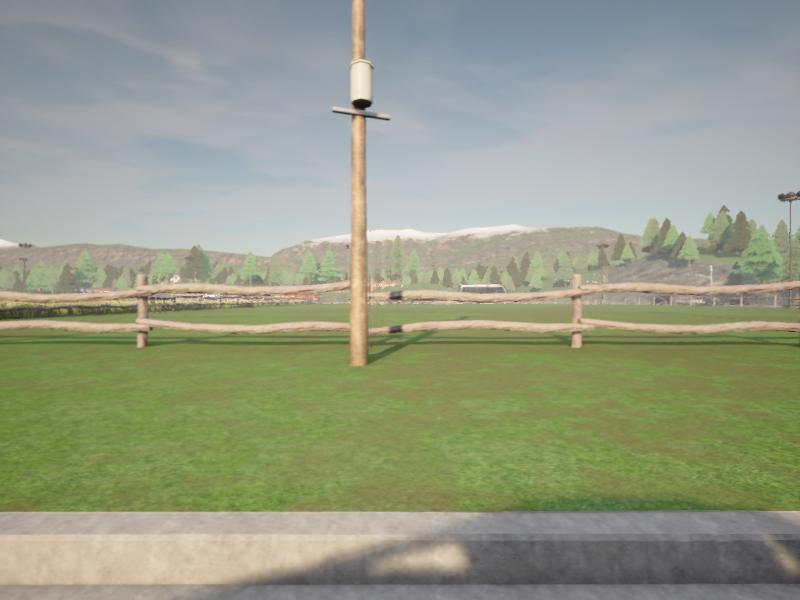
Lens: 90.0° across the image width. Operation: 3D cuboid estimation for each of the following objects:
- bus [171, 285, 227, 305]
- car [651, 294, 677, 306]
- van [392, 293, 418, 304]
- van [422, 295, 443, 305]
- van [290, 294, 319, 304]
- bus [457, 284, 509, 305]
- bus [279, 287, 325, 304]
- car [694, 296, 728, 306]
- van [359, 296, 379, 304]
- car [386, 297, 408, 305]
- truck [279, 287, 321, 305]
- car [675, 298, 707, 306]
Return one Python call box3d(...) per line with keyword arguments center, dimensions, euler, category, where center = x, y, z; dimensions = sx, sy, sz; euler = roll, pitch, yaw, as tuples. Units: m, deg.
box3d(center=(-44.287, -1.102, 88.347), dimensions=(10.273, 4.253, 3.944), euler=(0, 0, 0), category="bus")
box3d(center=(45.742, 0.010, 69.444), dimensions=(1.905, 1.878, 3.866), euler=(0, 0, 0), category="car")
box3d(center=(1.188, -0.300, 91.964), dimensions=(5.915, 2.561, 1.988), euler=(0, 0, 0), category="van")
box3d(center=(7.170, -0.031, 88.501), dimensions=(4.480, 2.038, 2.069), euler=(0, 0, 0), category="van")
box3d(center=(-22.775, -0.208, 95.339), dimensions=(6.366, 2.431, 2.351), euler=(0, 0, 0), category="van")
box3d(center=(17.609, -1.145, 85.177), dimensions=(10.273, 4.253, 3.944), euler=(0, 0, 0), category="bus")
box3d(center=(-24.142, -1.118, 98.954), dimensions=(10.273, 4.253, 3.944), euler=(0, 0, 0), category="bus")
box3d(center=(52.742, 0.114, 67.993), dimensions=(2.242, 1.667, 4.611), euler=(0, 0, 3), category="car")
box3d(center=(-7.122, 0.004, 91.924), dimensions=(4.442, 1.987, 1.775), euler=(0, 0, 0), category="van")
box3d(center=(-0.564, 0.225, 84.959), dimensions=(4.611, 1.667, 2.242), euler=(0, 0, 0), category="car")
box3d(center=(-22.058, -0.906, 88.339), dimensions=(8.468, 3.827, 2.891), euler=(0, 0, 0), category="truck")
box3d(center=(49.259, 0.305, 67.852), dimensions=(1.895, 1.301, 4.718), euler=(0, 0, 0), category="car")
